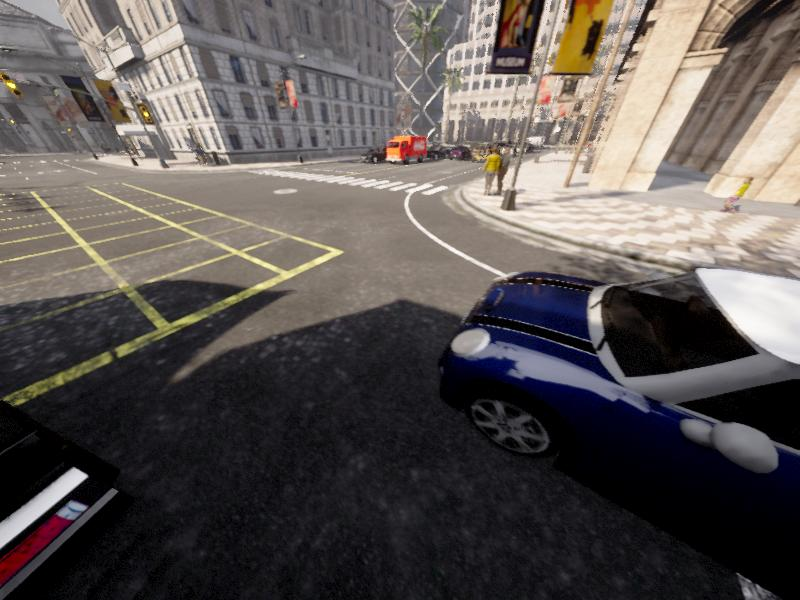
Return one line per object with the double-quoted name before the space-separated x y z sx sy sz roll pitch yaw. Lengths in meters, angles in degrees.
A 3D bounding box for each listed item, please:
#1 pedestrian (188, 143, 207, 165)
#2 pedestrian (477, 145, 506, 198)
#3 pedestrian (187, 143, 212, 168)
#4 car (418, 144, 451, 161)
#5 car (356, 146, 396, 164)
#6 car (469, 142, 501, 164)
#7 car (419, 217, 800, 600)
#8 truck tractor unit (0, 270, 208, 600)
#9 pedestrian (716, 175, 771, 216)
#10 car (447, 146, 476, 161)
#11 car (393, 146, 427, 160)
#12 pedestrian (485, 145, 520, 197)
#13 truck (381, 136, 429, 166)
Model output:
"pedestrian" -20.811 -15.030 23.754 0.751 1.860 0.751 -27 43 -32
"pedestrian" 3.799 -5.360 9.673 0.751 1.860 0.751 11 36 16
"pedestrian" -18.412 -13.292 21.245 0.751 1.860 0.751 9 36 14
"car" 4.600 -19.373 30.199 1.930 1.638 5.238 21 40 27
"car" -2.625 -16.694 26.572 1.837 1.490 4.892 21 40 27
"car" 9.563 -16.512 25.854 1.932 1.855 4.605 20 40 27
"car" 2.324 0.640 1.752 3.806 1.475 1.970 21 40 27
"truck tractor unit" -5.269 -0.098 0.494 6.516 4.208 3.053 11 36 15
"pedestrian" 10.890 -3.331 7.362 0.500 1.100 0.500 -27 43 -32
"car" 7.737 -18.383 28.896 1.816 1.474 4.193 21 40 28
"car" 1.453 -20.173 31.591 2.033 1.411 5.357 21 40 27
"pedestrian" 4.381 -5.541 9.927 0.751 1.860 0.751 27 43 34
"truck" 0.659 -16.327 25.162 2.627 2.467 5.204 20 40 27
